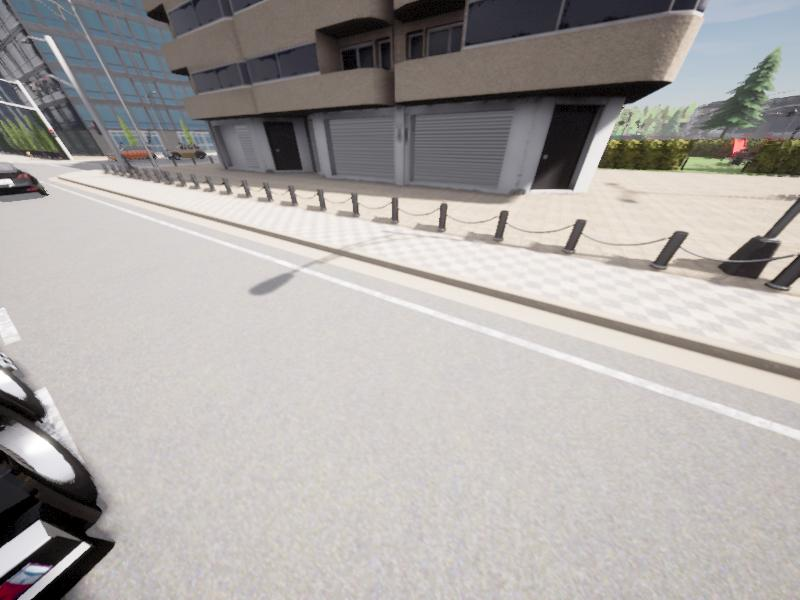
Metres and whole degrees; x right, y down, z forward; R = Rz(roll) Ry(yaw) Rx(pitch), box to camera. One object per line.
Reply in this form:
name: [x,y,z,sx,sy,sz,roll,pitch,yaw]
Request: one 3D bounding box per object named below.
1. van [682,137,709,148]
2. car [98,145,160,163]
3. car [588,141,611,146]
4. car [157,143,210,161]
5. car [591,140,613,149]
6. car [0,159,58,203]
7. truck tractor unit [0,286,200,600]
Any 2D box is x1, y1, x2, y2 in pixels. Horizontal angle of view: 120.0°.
van: [80.117,-42.923,62.803,2.351,2.431,6.366,19,39,25]
car: [-34.849,-18.974,29.865,2.097,1.767,4.553,19,39,25]
car: [64.064,-50.337,74.212,5.357,1.415,2.033,18,39,25]
car: [-29.468,-20.282,31.620,1.932,1.855,4.605,18,39,25]
car: [53.063,-40.998,60.765,3.866,1.878,1.905,18,39,24]
car: [-19.893,-5.981,11.456,4.792,1.488,2.163,18,39,25]
truck tractor unit: [-5.147,-0.264,0.721,6.516,4.208,3.053,17,38,22]
